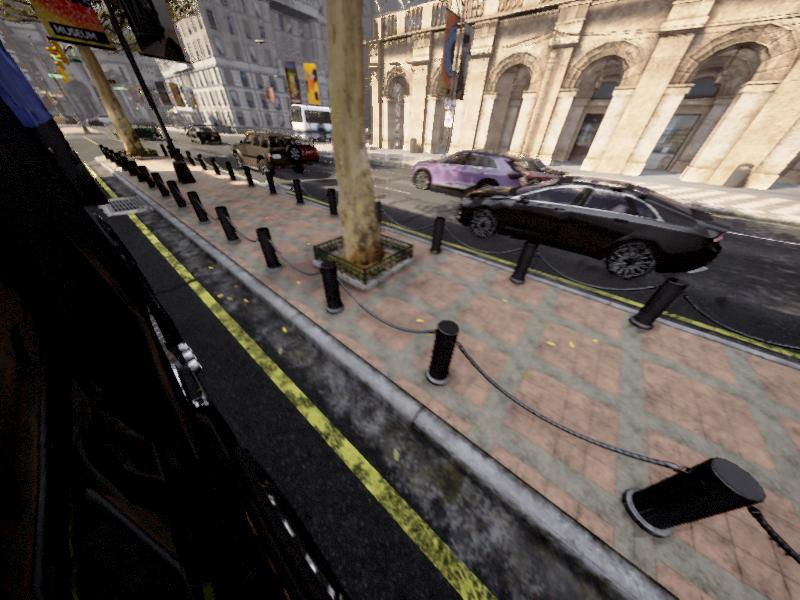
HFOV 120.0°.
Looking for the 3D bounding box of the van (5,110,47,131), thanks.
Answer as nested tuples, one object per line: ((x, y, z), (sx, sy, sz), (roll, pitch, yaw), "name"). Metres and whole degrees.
((-49.770, -23.907, 30.823), (4.480, 2.038, 2.069), (27, 43, 29), "van")

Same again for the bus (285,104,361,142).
((-11.421, -27.299, 35.994), (3.944, 4.253, 10.273), (27, 43, 29), "bus")

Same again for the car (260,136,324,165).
((-7.562, -10.529, 16.159), (4.181, 1.385, 1.994), (27, 43, 29), "car")

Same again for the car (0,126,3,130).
((-52.475, -22.362, 29.077), (4.674, 1.442, 1.812), (28, 43, 29), "car")

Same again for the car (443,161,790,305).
((3.776, -1.979, 5.302), (4.902, 1.511, 2.128), (28, 43, 29), "car")

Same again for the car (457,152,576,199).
((5.455, -6.235, 11.290), (4.718, 1.301, 1.895), (27, 43, 29), "car")

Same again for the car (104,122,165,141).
((-27.930, -17.783, 24.418), (1.789, 1.549, 3.705), (27, 43, 29), "car")

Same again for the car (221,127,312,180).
((-6.908, -7.696, 11.973), (4.605, 1.855, 1.932), (27, 43, 29), "car")

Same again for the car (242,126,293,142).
((-17.452, -21.999, 30.733), (1.801, 1.575, 5.366), (30, 44, 31), "car")

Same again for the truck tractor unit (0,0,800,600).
((-2.645, -0.295, 0.351), (6.516, 4.208, 3.053), (28, 44, 30), "truck tractor unit")

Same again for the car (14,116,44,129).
((-54.786, -26.269, 34.170), (4.674, 1.442, 1.812), (28, 43, 29), "car")

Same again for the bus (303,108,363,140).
((-12.251, -33.123, 43.754), (3.944, 4.253, 10.273), (27, 43, 29), "bus")

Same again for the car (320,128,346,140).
((-11.761, -29.245, 40.797), (1.851, 1.617, 3.988), (27, 43, 29), "car")

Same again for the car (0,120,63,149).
((-27.251, -11.613, 16.191), (1.789, 1.549, 3.705), (27, 43, 29), "car")

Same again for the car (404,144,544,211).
((2.749, -5.266, 9.550), (4.856, 1.649, 2.033), (28, 43, 29), "car")

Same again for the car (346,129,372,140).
((-7.821, -32.049, 44.759), (2.242, 1.667, 4.611), (27, 43, 29), "car")

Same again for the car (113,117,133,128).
((-58.743, -37.635, 49.011), (2.152, 1.651, 5.027), (-28, 46, -34), "car")

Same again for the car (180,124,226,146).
((-21.061, -17.671, 24.643), (5.238, 1.638, 1.930), (28, 43, 29), "car")

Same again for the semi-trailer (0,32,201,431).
((-8.647, -3.634, 4.285), (14.254, 4.402, 2.717), (29, 44, 30), "semi-trailer")
